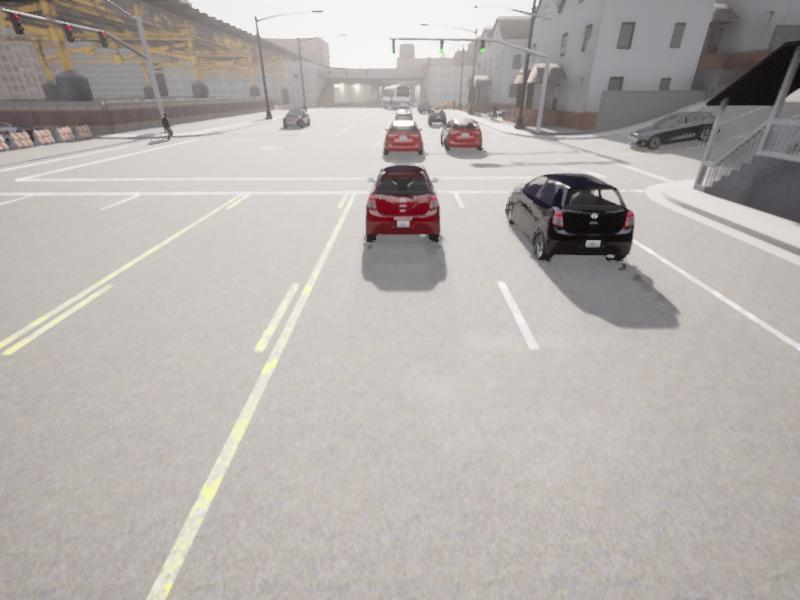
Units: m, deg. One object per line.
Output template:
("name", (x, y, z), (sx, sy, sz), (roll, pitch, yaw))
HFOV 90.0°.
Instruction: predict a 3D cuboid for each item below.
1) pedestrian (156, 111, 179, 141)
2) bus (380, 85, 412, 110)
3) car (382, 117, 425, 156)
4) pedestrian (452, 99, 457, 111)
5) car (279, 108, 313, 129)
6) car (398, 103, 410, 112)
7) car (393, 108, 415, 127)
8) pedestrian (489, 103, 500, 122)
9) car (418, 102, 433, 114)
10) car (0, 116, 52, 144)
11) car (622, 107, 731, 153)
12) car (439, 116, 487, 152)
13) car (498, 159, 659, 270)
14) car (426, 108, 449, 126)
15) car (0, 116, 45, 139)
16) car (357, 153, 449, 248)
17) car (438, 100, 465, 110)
("pedestrian", (-16.225, -12.132, 27.933), (0.751, 1.860, 0.751), (17, 32, 29))
("bus", (-0.940, -41.730, 82.475), (3.944, 4.253, 10.273), (-8, 28, -15))
("car", (0.205, -9.475, 23.022), (2.242, 1.667, 4.611), (0, 27, 0))
("pedestrian", (9.589, -34.619, 70.940), (0.751, 1.860, 0.751), (4, 28, 9))
("car", (-10.128, -17.890, 39.340), (2.033, 1.649, 4.856), (0, 27, 0))
("car", (0.698, -34.337, 71.297), (2.033, 1.411, 5.357), (0, 27, 0))
("car", (0.396, -19.081, 41.731), (2.128, 1.511, 4.902), (0, 27, 0))
("pedestrian", (10.432, -20.723, 44.110), (0.751, 1.860, 0.751), (-11, 29, -21))
("car", (4.140, -31.540, 65.628), (2.033, 1.649, 4.856), (0, 27, 0))
("car", (-26.991, -11.321, 26.745), (2.038, 1.542, 4.974), (14, 31, 26))
("car", (16.370, -10.218, 23.970), (4.856, 1.649, 2.033), (-8, 27, 3))
("car", (3.721, -10.265, 24.535), (2.242, 1.667, 4.611), (0, 27, 0))
("car", (3.565, -2.075, 8.870), (1.845, 1.501, 3.633), (0, 27, 0))
("car", (3.901, -19.351, 42.227), (2.007, 1.525, 4.514), (0, 27, 0))
("car", (-27.016, -11.440, 26.632), (1.853, 1.218, 4.536), (14, 31, 26))
("car", (0.075, -2.637, 9.963), (1.845, 1.501, 3.633), (0, 27, 0))
("car", (10.531, -39.990, 81.876), (5.366, 1.575, 1.801), (-2, 27, 1))
